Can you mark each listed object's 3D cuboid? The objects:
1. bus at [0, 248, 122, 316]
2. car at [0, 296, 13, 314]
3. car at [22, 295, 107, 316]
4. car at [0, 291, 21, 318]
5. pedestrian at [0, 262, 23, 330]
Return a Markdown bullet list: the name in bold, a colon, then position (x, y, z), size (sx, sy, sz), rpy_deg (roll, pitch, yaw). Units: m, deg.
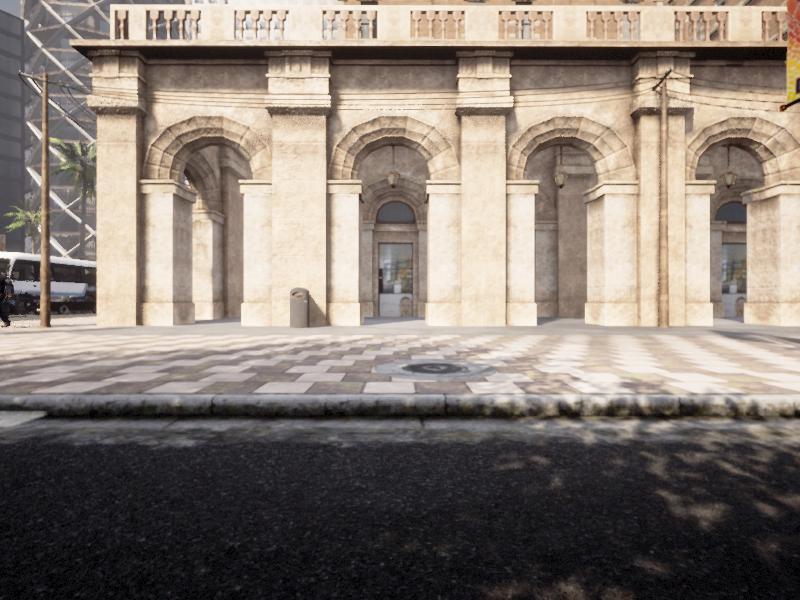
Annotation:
- **bus**: position (-26.426, -1.138, 30.064), size (3.944, 4.253, 10.273), rpy_deg (0, 0, 0)
- **car**: position (-30.045, 0.339, 27.757), size (1.895, 1.301, 4.718), rpy_deg (0, 0, 0)
- **car**: position (-23.035, 0.340, 27.750), size (1.895, 1.301, 4.718), rpy_deg (0, 0, 0)
- **car**: position (-23.029, 0.251, 21.246), size (1.816, 1.474, 4.193), rpy_deg (0, 0, 0)
- **pedestrian**: position (-11.394, -0.117, 11.307), size (0.751, 1.860, 0.751), rpy_deg (0, 0, -1)
